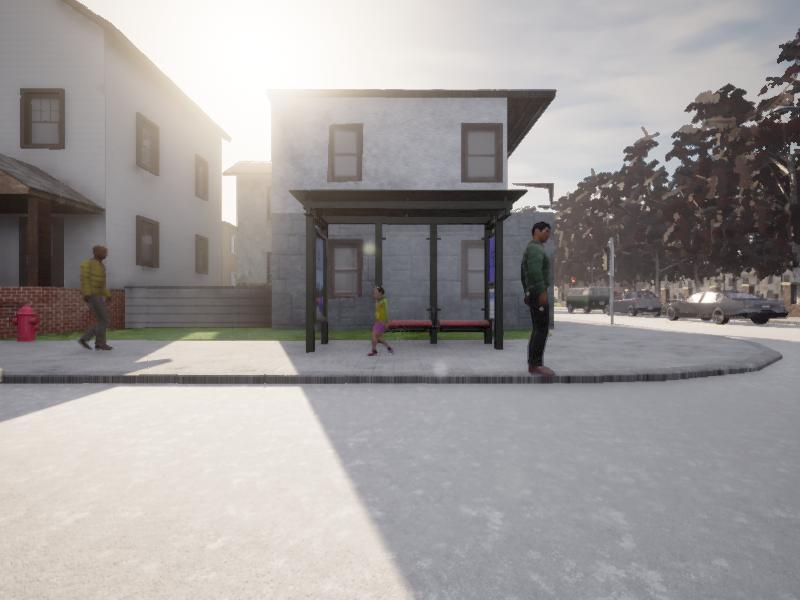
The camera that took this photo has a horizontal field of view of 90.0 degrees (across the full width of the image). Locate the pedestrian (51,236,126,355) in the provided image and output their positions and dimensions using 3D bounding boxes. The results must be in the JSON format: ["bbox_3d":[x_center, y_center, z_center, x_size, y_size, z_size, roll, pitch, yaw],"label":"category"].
[{"bbox_3d":[-5.166,-0.075,6.694,0.751,1.860,0.751,0,0,-14],"label":"pedestrian"}]

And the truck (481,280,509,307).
[{"bbox_3d":[14.184,-0.920,60.321,2.891,3.827,8.468,0,0,5],"label":"truck"}]

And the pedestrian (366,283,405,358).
[{"bbox_3d":[-0.234,0.305,6.204,0.500,1.100,0.500,0,0,-14],"label":"pedestrian"}]

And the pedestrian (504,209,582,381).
[{"bbox_3d":[1.661,-0.054,4.767,0.751,1.860,0.751,0,0,9],"label":"pedestrian"}]

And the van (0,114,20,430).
[{"bbox_3d":[-6.328,-0.222,2.291,6.366,2.431,2.351,0,0,4],"label":"van"}]

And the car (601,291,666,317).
[{"bbox_3d":[14.191,0.227,24.569,1.845,1.501,3.633,0,0,-1],"label":"car"}]

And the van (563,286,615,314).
[{"bbox_3d":[14.270,-0.001,30.576,1.775,1.987,4.442,0,0,-2],"label":"van"}]

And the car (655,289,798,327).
[{"bbox_3d":[13.943,0.295,17.675,2.033,1.411,5.357,0,0,2],"label":"car"}]

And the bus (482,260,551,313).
[{"bbox_3d":[10.426,-1.141,37.287,3.944,4.253,10.273,0,1,3],"label":"bus"}]
